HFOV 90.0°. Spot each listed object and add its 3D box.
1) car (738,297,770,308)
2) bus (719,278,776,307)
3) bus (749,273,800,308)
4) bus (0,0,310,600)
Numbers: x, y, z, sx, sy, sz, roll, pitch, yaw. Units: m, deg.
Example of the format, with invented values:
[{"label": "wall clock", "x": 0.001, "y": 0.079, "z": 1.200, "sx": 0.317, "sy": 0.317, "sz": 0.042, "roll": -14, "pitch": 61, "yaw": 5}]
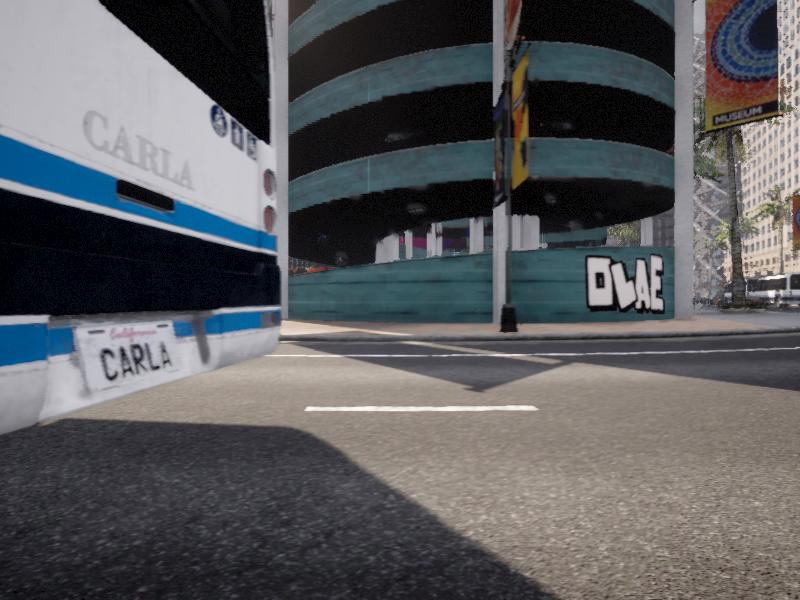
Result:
[{"label": "car", "x": 46.418, "y": 0.325, "z": 52.554, "sx": 1.994, "sy": 1.385, "sz": 4.181, "roll": 0, "pitch": 0, "yaw": 23}, {"label": "bus", "x": 54.850, "y": -1.113, "z": 63.541, "sx": 3.944, "sy": 4.253, "sz": 10.273, "roll": 0, "pitch": 0, "yaw": 23}, {"label": "bus", "x": 49.834, "y": -1.118, "z": 51.946, "sx": 3.944, "sy": 4.253, "sz": 10.273, "roll": 0, "pitch": 0, "yaw": 23}, {"label": "bus", "x": -6.192, "y": -1.129, "z": 2.460, "sx": 10.273, "sy": 4.253, "sz": 3.944, "roll": 0, "pitch": 0, "yaw": 7}]
